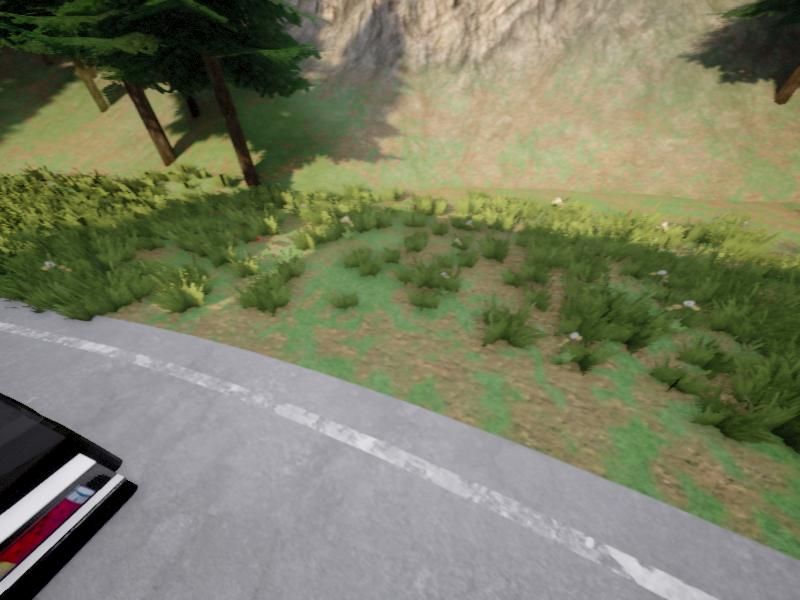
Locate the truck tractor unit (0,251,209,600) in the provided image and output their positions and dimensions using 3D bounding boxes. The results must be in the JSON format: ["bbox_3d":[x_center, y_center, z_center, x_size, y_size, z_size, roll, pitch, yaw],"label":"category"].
[{"bbox_3d":[-5.299,-0.045,0.424,6.516,4.208,3.053,9,36,13],"label":"truck tractor unit"}]
